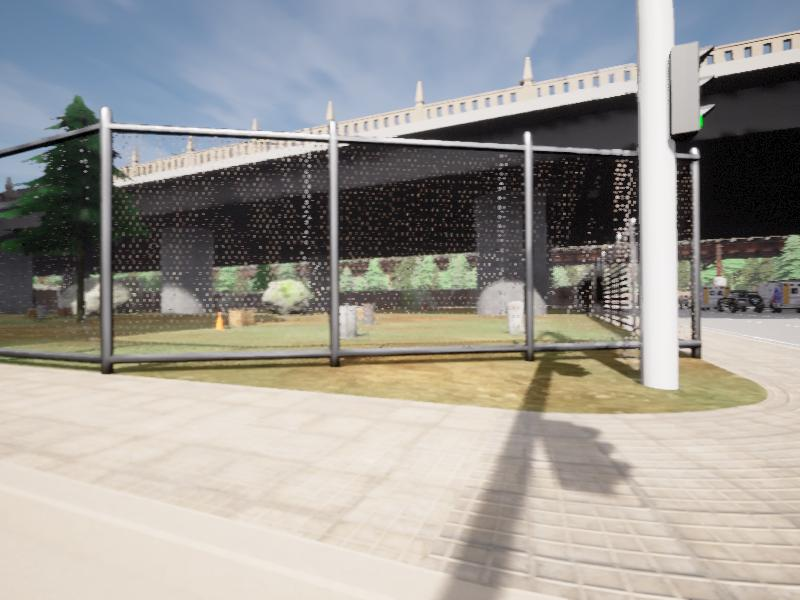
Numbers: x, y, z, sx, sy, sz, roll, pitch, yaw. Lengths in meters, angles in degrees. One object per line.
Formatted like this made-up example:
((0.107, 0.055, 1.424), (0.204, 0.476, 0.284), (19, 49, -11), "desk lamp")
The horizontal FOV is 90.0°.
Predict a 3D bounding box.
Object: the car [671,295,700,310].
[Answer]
((33.974, 0.300, 47.737), (1.851, 1.617, 3.988), (-1, 0, 22), "car")

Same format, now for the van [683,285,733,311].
((31.174, -0.136, 40.741), (2.351, 2.431, 6.366), (-1, 0, 22), "van")

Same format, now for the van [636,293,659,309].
((31.575, 0.154, 51.086), (1.775, 1.987, 4.442), (-1, -1, 22), "van")

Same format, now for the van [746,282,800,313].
((32.202, -0.193, 33.874), (2.351, 2.431, 6.366), (-1, 0, 22), "van")

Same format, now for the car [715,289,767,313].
((28.183, 0.111, 33.246), (1.932, 1.855, 4.605), (-1, 0, 22), "car")

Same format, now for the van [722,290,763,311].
((35.094, 0.054, 41.118), (1.775, 1.987, 4.442), (-1, 0, 22), "van")
